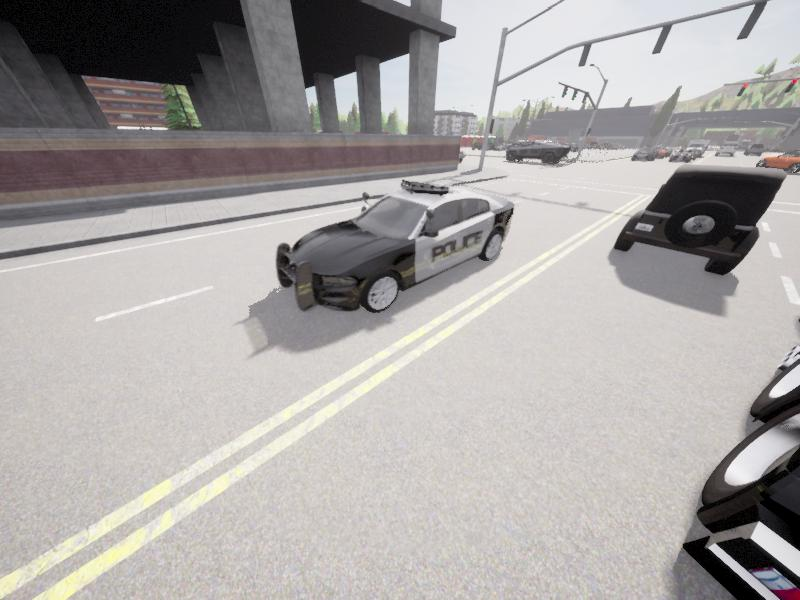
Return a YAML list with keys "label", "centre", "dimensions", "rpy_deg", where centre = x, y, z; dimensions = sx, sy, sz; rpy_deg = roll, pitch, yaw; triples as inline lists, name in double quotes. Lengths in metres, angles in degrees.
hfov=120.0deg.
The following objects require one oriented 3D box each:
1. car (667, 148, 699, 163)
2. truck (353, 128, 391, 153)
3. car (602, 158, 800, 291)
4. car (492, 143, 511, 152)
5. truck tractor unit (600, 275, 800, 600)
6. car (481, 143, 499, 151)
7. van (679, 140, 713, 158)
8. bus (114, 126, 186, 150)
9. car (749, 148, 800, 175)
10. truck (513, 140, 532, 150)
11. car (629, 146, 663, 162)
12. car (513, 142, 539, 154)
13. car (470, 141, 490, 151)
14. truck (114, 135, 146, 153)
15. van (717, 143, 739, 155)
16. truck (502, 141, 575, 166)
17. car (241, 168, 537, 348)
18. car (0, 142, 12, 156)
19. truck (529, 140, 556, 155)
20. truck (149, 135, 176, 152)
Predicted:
- label: "car"
  centre: [37.164, -19.028, 30.304]
  dimensions: [3.806, 1.475, 1.970]
  rpy_deg: [-26, 42, -32]
- label: "truck"
  centre: [-5.673, -31.636, 45.934]
  dimensions: [2.891, 3.827, 8.468]
  rpy_deg: [-26, 43, -32]
- label: "car"
  centre: [6.890, -2.069, 5.365]
  dimensions: [3.866, 1.878, 1.905]
  rpy_deg: [-26, 42, -32]
- label: "car"
  centre: [22.658, -33.889, 51.333]
  dimensions: [3.806, 1.475, 1.970]
  rpy_deg: [-25, 42, -32]
- label: "truck tractor unit"
  centre: [5.129, -0.283, 0.754]
  dimensions: [6.516, 4.208, 3.053]
  rpy_deg: [-18, 39, -23]
- label: "car"
  centre: [20.798, -35.190, 53.131]
  dimensions: [3.905, 1.438, 1.784]
  rpy_deg: [-25, 42, -32]
- label: "van"
  centre: [49.348, -25.257, 38.509]
  dimensions: [6.366, 2.431, 2.351]
  rpy_deg: [-26, 42, -32]
- label: "bus"
  centre: [-57.479, -37.565, 53.772]
  dimensions: [10.273, 4.253, 3.944]
  rpy_deg: [-25, 42, -32]
- label: "car"
  centre: [33.803, -11.835, 19.657]
  dimensions: [2.097, 1.767, 4.553]
  rpy_deg: [12, 36, 15]
- label: "truck"
  centre: [32.334, -40.941, 60.941]
  dimensions: [4.478, 2.038, 2.069]
  rpy_deg: [-25, 42, -32]
- label: "car"
  centre: [33.709, -20.051, 31.618]
  dimensions: [4.856, 1.649, 2.033]
  rpy_deg: [-26, 42, -32]
- label: "car"
  centre: [23.190, -27.988, 42.441]
  dimensions: [4.605, 1.855, 1.932]
  rpy_deg: [-25, 42, -32]
- label: "car"
  centre: [19.036, -36.525, 54.666]
  dimensions: [4.605, 1.855, 1.932]
  rpy_deg: [-25, 42, -32]
- label: "truck"
  centre: [-47.489, -27.604, 40.834]
  dimensions: [2.615, 2.467, 5.204]
  rpy_deg: [-25, 42, -32]
- label: "van"
  centre: [66.778, -30.812, 46.999]
  dimensions: [4.442, 1.987, 1.775]
  rpy_deg: [-26, 42, -32]
- label: "truck"
  centre: [15.400, -16.703, 26.170]
  dimensions: [2.390, 2.098, 6.274]
  rpy_deg: [-26, 43, -32]
- label: "car"
  centre: [0.307, -1.431, 4.619]
  dimensions: [5.238, 1.638, 1.930]
  rpy_deg: [-26, 43, -32]
- label: "car"
  centre: [-57.527, -21.224, 32.446]
  dimensions: [1.816, 1.474, 4.193]
  rpy_deg: [-25, 42, -32]
- label: "truck"
  centre: [25.104, -26.817, 40.608]
  dimensions: [4.478, 2.038, 2.069]
  rpy_deg: [-25, 42, -32]
- label: "truck"
  centre: [-44.189, -29.178, 43.119]
  dimensions: [2.615, 2.467, 5.204]
  rpy_deg: [-25, 42, -32]
